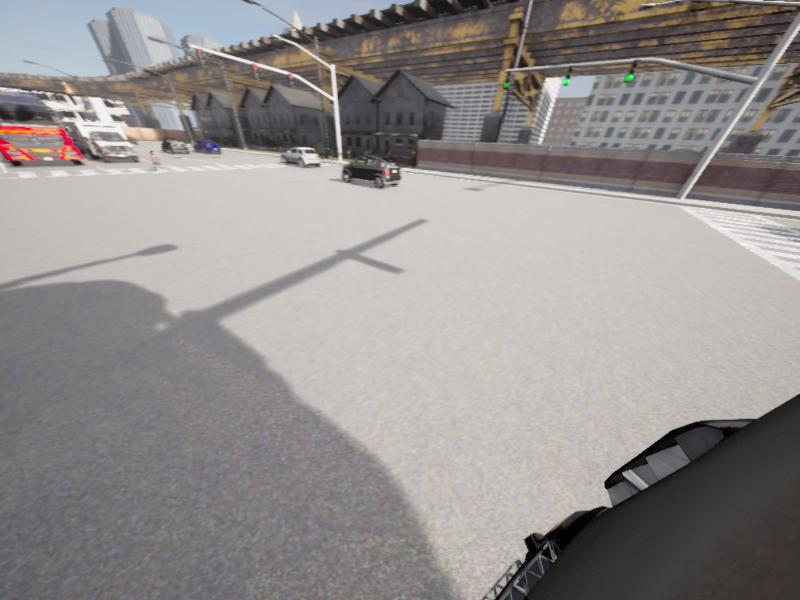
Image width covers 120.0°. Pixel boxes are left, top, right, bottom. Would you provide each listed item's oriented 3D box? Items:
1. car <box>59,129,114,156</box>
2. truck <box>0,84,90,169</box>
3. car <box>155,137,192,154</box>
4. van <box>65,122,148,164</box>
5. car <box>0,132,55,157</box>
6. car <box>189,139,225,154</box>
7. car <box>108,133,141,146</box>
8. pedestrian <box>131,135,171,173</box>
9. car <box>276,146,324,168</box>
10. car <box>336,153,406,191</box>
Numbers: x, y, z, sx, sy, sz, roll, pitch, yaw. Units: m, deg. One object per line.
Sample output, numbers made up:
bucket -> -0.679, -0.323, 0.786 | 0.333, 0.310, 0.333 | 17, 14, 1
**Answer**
car -> -29.521, -14.843, 21.774 | 4.605, 1.855, 1.932 | 23, 39, 27
truck -> -24.587, -11.178, 15.019 | 8.468, 3.827, 2.891 | 23, 39, 27
car -> -26.914, -18.376, 27.479 | 3.705, 1.549, 1.789 | 23, 39, 27
van -> -23.048, -12.360, 18.130 | 6.366, 2.431, 2.351 | 23, 39, 27
car -> -31.259, -13.031, 19.308 | 4.892, 1.490, 1.837 | 23, 39, 27
car -> -25.128, -19.958, 30.050 | 4.674, 1.442, 1.812 | 23, 39, 27
car -> -44.461, -25.919, 37.281 | 4.892, 1.490, 1.837 | 19, 37, 23
pedestrian -> -15.084, -8.875, 14.076 | 0.751, 1.860, 0.751 | -4, 35, -10
car -> -9.197, -13.199, 21.299 | 3.806, 1.475, 1.970 | 23, 39, 27
car -> -1.717, -7.666, 13.656 | 3.705, 1.549, 1.789 | 23, 39, 27
